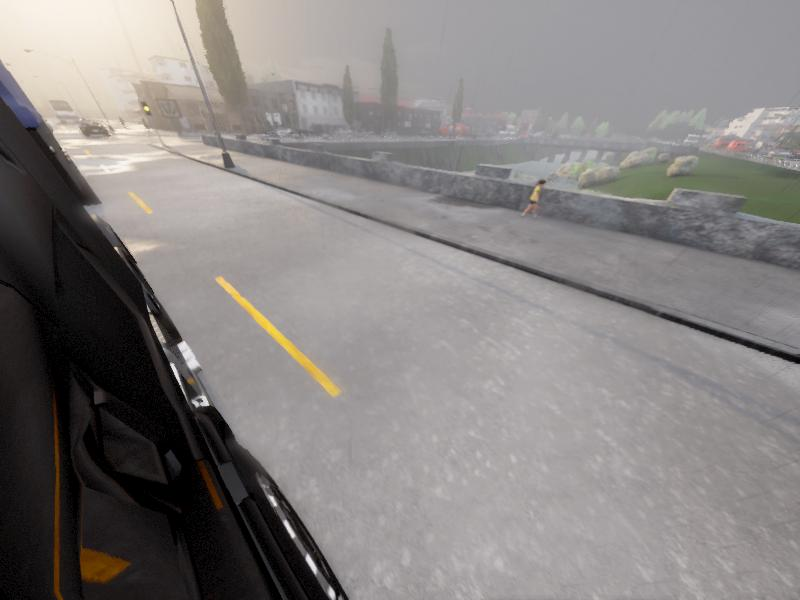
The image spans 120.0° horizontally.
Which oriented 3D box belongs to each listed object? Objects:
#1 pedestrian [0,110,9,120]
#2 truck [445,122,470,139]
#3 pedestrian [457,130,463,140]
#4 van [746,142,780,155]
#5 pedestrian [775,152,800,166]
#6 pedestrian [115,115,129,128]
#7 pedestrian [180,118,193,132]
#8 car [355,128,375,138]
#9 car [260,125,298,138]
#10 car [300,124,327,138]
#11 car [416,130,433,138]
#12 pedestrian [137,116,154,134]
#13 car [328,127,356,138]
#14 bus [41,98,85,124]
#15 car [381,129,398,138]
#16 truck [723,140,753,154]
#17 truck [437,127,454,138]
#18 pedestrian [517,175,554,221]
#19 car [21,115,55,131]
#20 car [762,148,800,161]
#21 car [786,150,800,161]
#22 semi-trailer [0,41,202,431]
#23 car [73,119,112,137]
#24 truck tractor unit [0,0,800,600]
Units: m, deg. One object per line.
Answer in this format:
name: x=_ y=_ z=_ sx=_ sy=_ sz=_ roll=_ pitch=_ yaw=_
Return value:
pedestrian: x=-87.348 y=-40.548 z=50.614 sx=0.751 sy=1.860 sz=0.751 roll=27 pitch=43 yaw=29
truck: x=17.233 y=-50.637 z=68.992 sx=2.891 sy=3.827 sz=8.468 roll=28 pitch=44 yaw=30
pedestrian: x=14.635 y=-40.060 z=56.169 sx=0.751 sy=1.860 sz=0.751 roll=29 pitch=44 yaw=31
van: x=86.201 y=-36.096 z=54.968 sx=2.351 sy=2.431 sz=6.366 roll=28 pitch=44 yaw=30
pedestrian: x=46.285 y=-16.828 z=27.592 sx=0.751 sy=1.300 sz=0.751 roll=24 pitch=42 yaw=26
pedestrian: x=-50.464 y=-32.354 z=41.935 sx=0.751 sy=1.860 sz=0.751 roll=25 pitch=42 yaw=27
pedestrian: x=-37.940 y=-31.093 z=41.022 sx=0.751 sy=1.860 sz=0.751 roll=-2 pitch=37 yaw=-6
car: x=-7.548 y=-36.542 z=50.553 sx=1.851 sy=1.617 sz=3.988 roll=28 pitch=44 yaw=30
car: x=-19.982 y=-27.956 z=38.416 sx=2.038 sy=1.542 sz=4.974 roll=28 pitch=44 yaw=30
car: x=-15.816 y=-30.973 z=42.390 sx=1.905 sy=1.878 sz=3.866 roll=28 pitch=44 yaw=30
car: x=6.817 y=-46.390 z=64.524 sx=1.930 sy=1.638 sz=5.238 roll=28 pitch=44 yaw=30
pedestrian: x=-35.378 y=-24.327 z=32.139 sx=0.751 sy=1.860 sz=0.751 roll=31 pitch=45 yaw=32
car: x=-11.650 y=-33.729 z=46.541 sx=2.152 sy=1.651 sz=5.027 roll=28 pitch=44 yaw=30
bus: x=-78.706 y=-44.027 z=53.989 sx=10.273 sy=4.253 sz=3.944 roll=28 pitch=44 yaw=30
car: x=-2.592 y=-39.936 z=55.377 sx=1.851 sy=1.617 sz=3.988 roll=28 pitch=44 yaw=30
truck: x=83.166 y=-37.762 z=56.974 sx=2.627 sy=2.467 sz=5.204 roll=28 pitch=44 yaw=30
truck: x=14.004 y=-51.634 z=71.258 sx=2.627 sy=2.467 sz=5.204 roll=28 pitch=44 yaw=30
pedestrian: x=3.904 y=-2.953 z=6.687 sx=0.500 sy=1.100 sz=0.500 roll=23 pitch=41 yaw=25
car: x=-49.268 y=-24.115 z=31.452 sx=3.988 sy=1.617 sz=1.851 roll=28 pitch=44 yaw=30
car: x=64.598 y=-24.715 z=39.190 sx=2.038 sy=1.542 sz=4.974 roll=28 pitch=44 yaw=30
car: x=71.317 y=-25.545 z=40.793 sx=1.816 sy=1.474 sz=4.193 roll=28 pitch=44 yaw=30
semi-trailer: x=-8.724 y=-3.584 z=4.207 sx=14.254 sy=4.402 sz=2.717 roll=28 pitch=44 yaw=30
car: x=-36.486 y=-20.429 z=27.372 sx=4.974 sy=1.542 sz=2.038 roll=28 pitch=44 yaw=30
truck tractor unit: x=-2.645 y=-0.295 z=0.351 sx=6.516 sy=4.208 sz=3.053 roll=28 pitch=44 yaw=30
